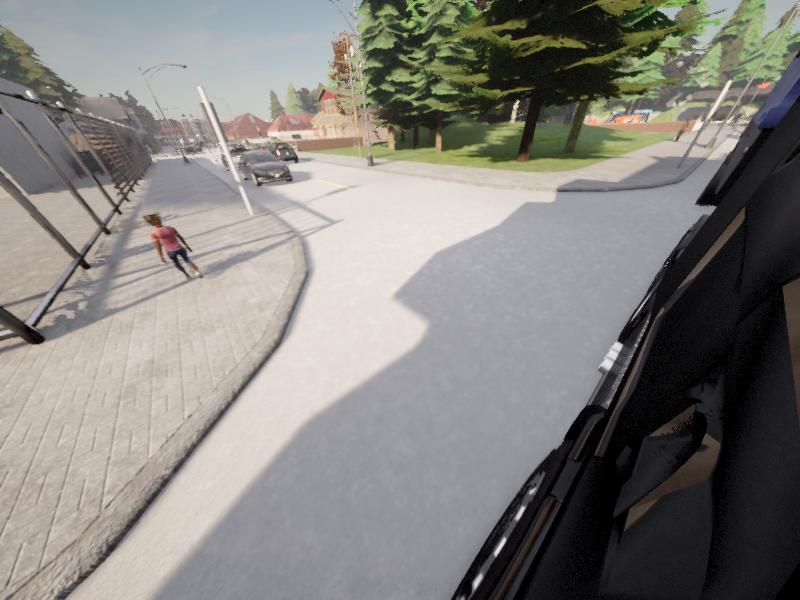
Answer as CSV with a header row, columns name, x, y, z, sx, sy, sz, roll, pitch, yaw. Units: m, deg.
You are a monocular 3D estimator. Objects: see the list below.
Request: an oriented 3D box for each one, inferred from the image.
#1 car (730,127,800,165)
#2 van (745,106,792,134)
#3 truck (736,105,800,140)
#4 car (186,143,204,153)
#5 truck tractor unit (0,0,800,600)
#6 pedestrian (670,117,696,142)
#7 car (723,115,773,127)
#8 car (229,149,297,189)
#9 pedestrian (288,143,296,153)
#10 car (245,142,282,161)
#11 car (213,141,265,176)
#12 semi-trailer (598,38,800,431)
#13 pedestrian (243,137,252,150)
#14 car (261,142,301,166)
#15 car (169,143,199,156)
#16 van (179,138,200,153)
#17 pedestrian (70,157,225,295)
name,x,y,z,sx,sy,sz,roll,pitch,yaw
car,20.346,-8.517,12.683,4.181,1.385,1.994,-28,43,-30
van,45.615,-22.375,28.727,5.915,2.561,1.988,-28,43,-30
truck,35.482,-16.987,22.195,5.204,2.467,2.627,-28,43,-30
car,-39.283,-29.082,44.202,1.816,1.474,4.193,-28,43,-30
truck tractor unit,2.645,-0.295,0.351,6.516,4.208,3.053,-28,44,-30
pedestrian,26.328,-15.818,21.504,0.751,1.860,0.751,-27,43,-29
car,66.985,-34.571,44.616,2.038,1.542,4.974,-3,36,0
car,-7.936,-7.650,13.255,1.837,1.490,4.892,-28,44,-30
pedestrian,-14.824,-20.877,31.646,0.500,1.100,0.500,-28,43,-30
car,-15.119,-16.462,25.573,2.007,1.525,4.514,-29,44,-31
car,-12.126,-10.718,17.341,1.932,1.855,4.605,-28,43,-30
semi-trailer,8.692,-3.598,4.250,14.254,4.402,2.717,-28,43,-30
pedestrian,-28.290,-29.053,42.906,0.751,1.860,0.751,-23,41,-25
car,-11.056,-13.596,21.378,1.851,1.617,3.988,-28,43,-30
car,-35.910,-25.053,38.489,1.789,1.549,3.705,-7,36,-6
van,-46.950,-34.503,51.570,2.351,2.431,6.366,-28,43,-30
pedestrian,-3.817,-1.144,3.681,0.751,1.860,0.751,20,42,28
